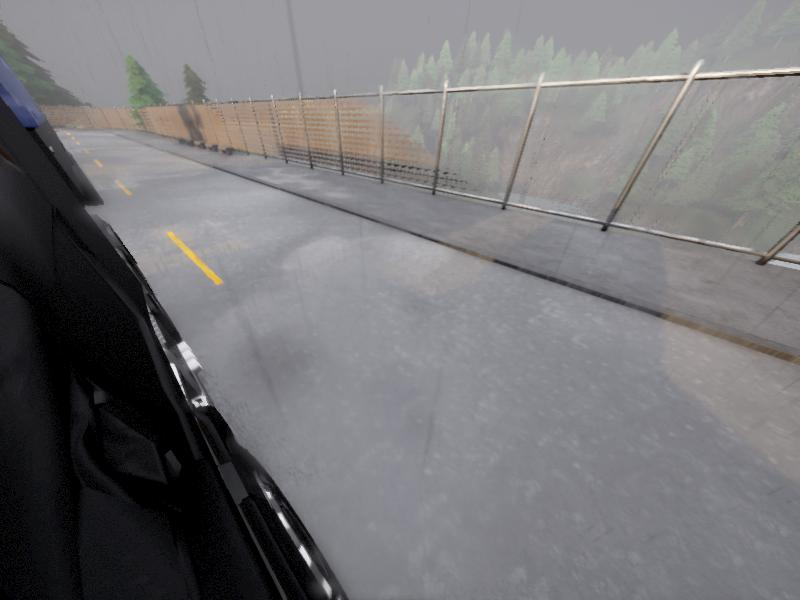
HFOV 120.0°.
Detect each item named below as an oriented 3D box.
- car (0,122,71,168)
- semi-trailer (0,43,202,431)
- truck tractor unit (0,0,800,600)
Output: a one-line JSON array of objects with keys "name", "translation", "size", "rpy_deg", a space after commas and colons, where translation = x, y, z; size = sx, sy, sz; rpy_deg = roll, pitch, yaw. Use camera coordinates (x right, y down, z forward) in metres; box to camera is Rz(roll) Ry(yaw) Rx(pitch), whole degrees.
[{"name": "car", "translation": [-19.913, -8.416, 12.372], "size": [5.238, 1.638, 1.930], "rpy_deg": [28, 44, 30]}, {"name": "semi-trailer", "translation": [-8.700, -3.592, 4.244], "size": [14.254, 4.402, 2.717], "rpy_deg": [28, 44, 30]}, {"name": "truck tractor unit", "translation": [-2.645, -0.295, 0.351], "size": [6.516, 4.208, 3.053], "rpy_deg": [28, 44, 30]}]
